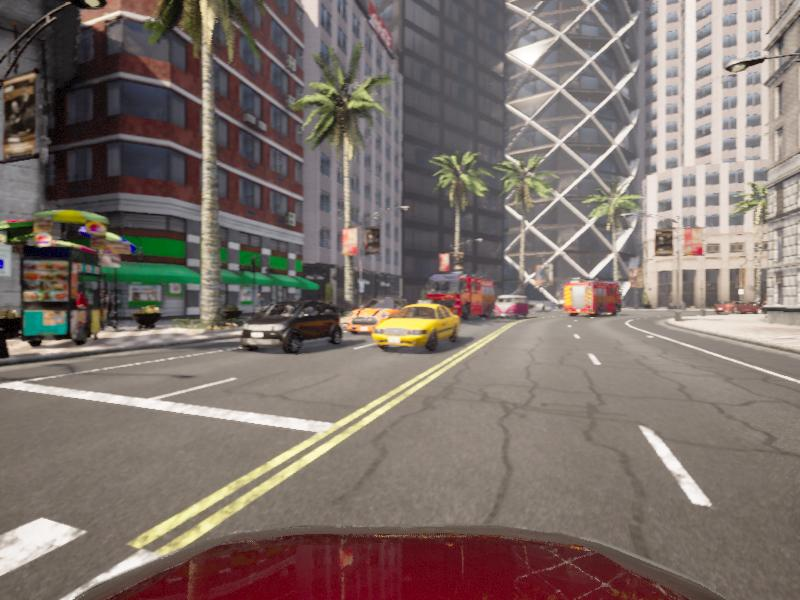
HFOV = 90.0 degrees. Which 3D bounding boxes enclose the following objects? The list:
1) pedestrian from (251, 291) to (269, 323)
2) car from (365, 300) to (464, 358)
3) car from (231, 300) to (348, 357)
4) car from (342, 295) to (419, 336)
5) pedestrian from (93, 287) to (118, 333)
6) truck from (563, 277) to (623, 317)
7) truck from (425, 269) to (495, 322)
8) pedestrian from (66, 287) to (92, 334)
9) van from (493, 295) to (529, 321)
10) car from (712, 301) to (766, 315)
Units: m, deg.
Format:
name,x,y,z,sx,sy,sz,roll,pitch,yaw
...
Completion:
name,x,y,z,sx,sy,sz,roll,pitch,yaw
pedestrian,-8.405,0.425,24.027,0.751,1.860,0.751,0,0,21
car,0.767,0.792,13.832,1.801,1.575,5.366,0,0,21
car,-3.345,0.791,12.902,1.789,1.549,3.705,0,0,20
car,-0.793,0.674,19.645,2.097,1.767,4.553,0,0,21
pedestrian,-12.444,0.413,16.912,0.751,1.860,0.751,0,0,-29
truck,20.254,-0.264,41.684,8.468,3.827,2.891,0,0,-45
truck,5.303,-0.326,33.753,2.891,3.827,8.468,0,0,31
pedestrian,-13.161,0.410,16.437,0.751,1.860,0.751,0,0,-32
van,9.433,0.610,33.781,1.775,1.987,4.442,0,0,32
car,40.537,0.926,47.924,5.027,1.651,2.152,0,0,-9
